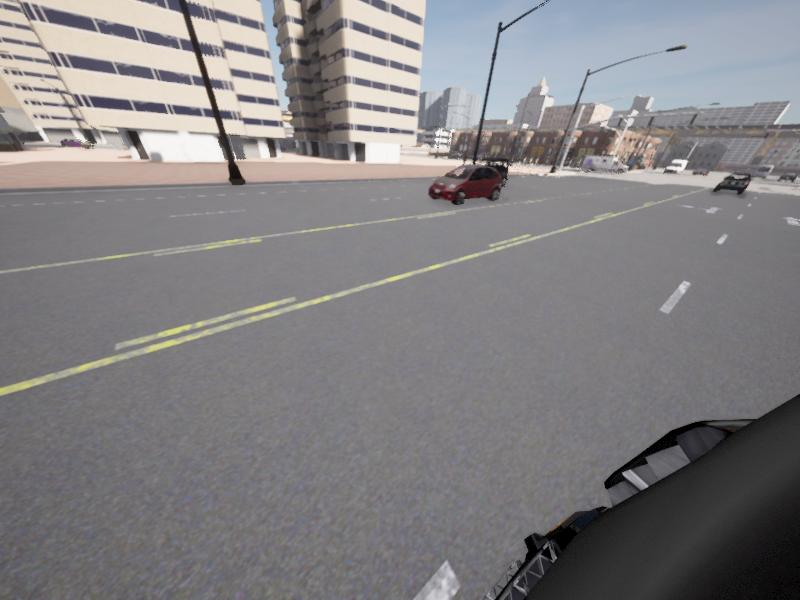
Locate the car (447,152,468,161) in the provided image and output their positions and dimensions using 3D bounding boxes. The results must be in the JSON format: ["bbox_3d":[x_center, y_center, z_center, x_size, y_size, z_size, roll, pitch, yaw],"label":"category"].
[{"bbox_3d":[15.106,-37.864,60.923,1.930,1.638,5.238,-19,40,-30],"label":"car"}]

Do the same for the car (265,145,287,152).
[{"bbox_3d":[-35.536,-43.470,66.272,5.238,1.638,1.930,-22,41,-30],"label":"car"}]

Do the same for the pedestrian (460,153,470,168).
[{"bbox_3d":[9.393,-20.283,33.561,0.751,1.860,0.751,-9,35,-17],"label":"pedestrian"}]

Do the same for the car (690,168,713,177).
[{"bbox_3d":[61.058,-25.910,46.819,4.181,1.385,1.994,-19,39,-30],"label":"car"}]

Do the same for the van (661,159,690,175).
[{"bbox_3d":[56.146,-27.036,47.064,5.915,2.561,1.988,-19,39,-30],"label":"van"}]

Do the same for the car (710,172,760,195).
[{"bbox_3d":[31.225,-10.909,21.530,3.988,1.617,1.851,-19,39,-30],"label":"car"}]

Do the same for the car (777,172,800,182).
[{"bbox_3d":[76.514,-24.258,45.505,4.674,1.442,1.812,-19,39,-30],"label":"car"}]

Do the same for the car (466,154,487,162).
[{"bbox_3d":[19.929,-37.196,60.422,2.128,1.511,4.902,-19,40,-30],"label":"car"}]

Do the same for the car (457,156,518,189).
[{"bbox_3d":[6.431,-9.443,17.054,3.866,1.878,1.905,-19,39,-30],"label":"car"}]

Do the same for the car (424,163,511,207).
[{"bbox_3d":[3.403,-5.916,11.738,3.988,1.617,1.851,-19,39,-30],"label":"car"}]

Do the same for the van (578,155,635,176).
[{"bbox_3d":[34.373,-22.628,38.745,2.351,2.431,6.366,-23,41,-34],"label":"van"}]
